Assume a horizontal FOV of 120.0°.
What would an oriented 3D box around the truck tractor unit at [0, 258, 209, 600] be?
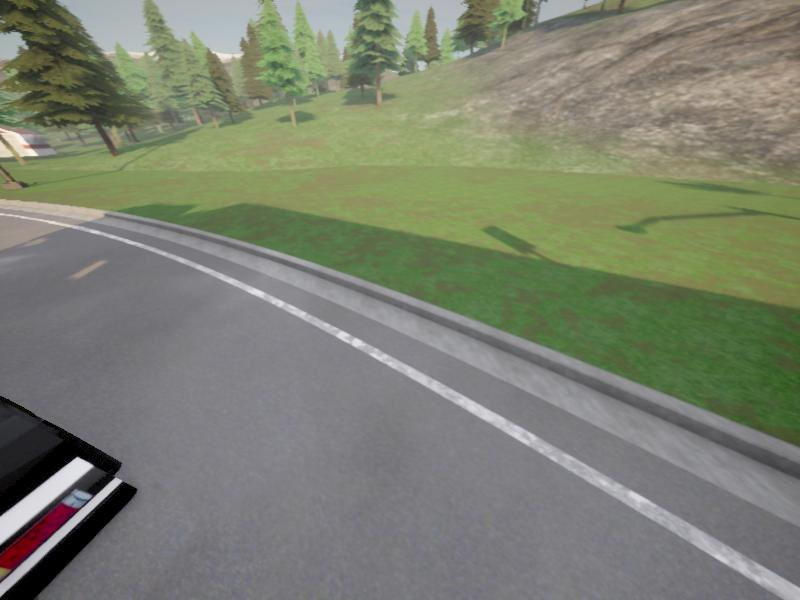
[{"bbox_3d":[-5.294,-0.056,0.449,6.516,4.208,3.053,10,36,14],"label":"truck tractor unit"}]
